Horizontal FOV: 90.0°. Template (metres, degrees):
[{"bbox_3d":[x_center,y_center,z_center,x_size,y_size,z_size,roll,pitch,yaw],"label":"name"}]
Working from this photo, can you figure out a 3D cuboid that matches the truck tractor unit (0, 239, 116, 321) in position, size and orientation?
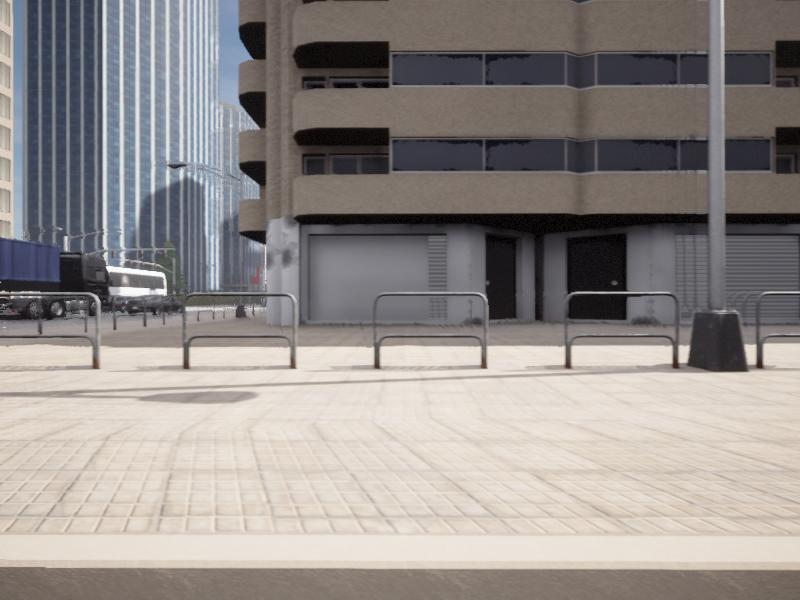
[{"bbox_3d":[-20.680,-1.030,23.703,3.053,4.208,6.516,0,0,0],"label":"truck tractor unit"}]

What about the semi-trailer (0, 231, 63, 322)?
[{"bbox_3d":[-20.624,-1.130,15.790,2.717,4.402,14.254,0,0,0],"label":"semi-trailer"}]

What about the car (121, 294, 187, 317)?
[{"bbox_3d":[-17.216,0.351,28.275,1.812,1.442,4.674,0,0,0],"label":"car"}]

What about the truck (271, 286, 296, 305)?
[{"bbox_3d":[-24.594,-0.831,84.688,2.891,3.827,8.468,0,0,0],"label":"truck"}]

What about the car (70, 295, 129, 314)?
[{"bbox_3d":[-24.245,0.345,32.494,1.970,1.475,3.806,0,0,0],"label":"car"}]

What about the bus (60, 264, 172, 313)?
[{"bbox_3d":[-27.676,-1.039,40.030,3.944,4.253,10.273,0,0,0],"label":"bus"}]
